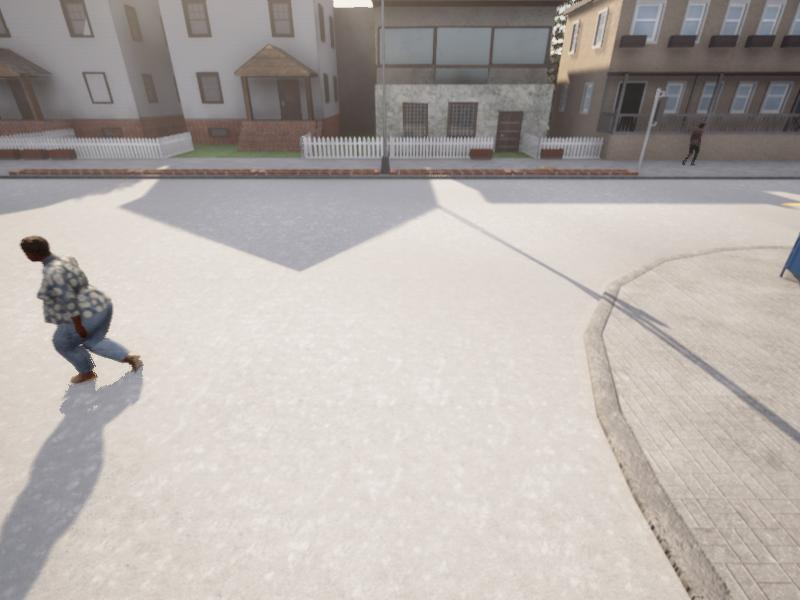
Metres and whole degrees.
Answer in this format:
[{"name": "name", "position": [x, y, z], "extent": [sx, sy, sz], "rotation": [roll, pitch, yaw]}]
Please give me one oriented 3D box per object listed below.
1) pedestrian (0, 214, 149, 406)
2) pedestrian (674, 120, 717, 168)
[{"name": "pedestrian", "position": [-3.494, 0.112, 4.288], "extent": [0.751, 1.860, 0.751], "rotation": [-5, 28, -10]}, {"name": "pedestrian", "position": [12.964, -6.855, 17.583], "extent": [0.751, 1.860, 0.751], "rotation": [-9, 28, -16]}]
